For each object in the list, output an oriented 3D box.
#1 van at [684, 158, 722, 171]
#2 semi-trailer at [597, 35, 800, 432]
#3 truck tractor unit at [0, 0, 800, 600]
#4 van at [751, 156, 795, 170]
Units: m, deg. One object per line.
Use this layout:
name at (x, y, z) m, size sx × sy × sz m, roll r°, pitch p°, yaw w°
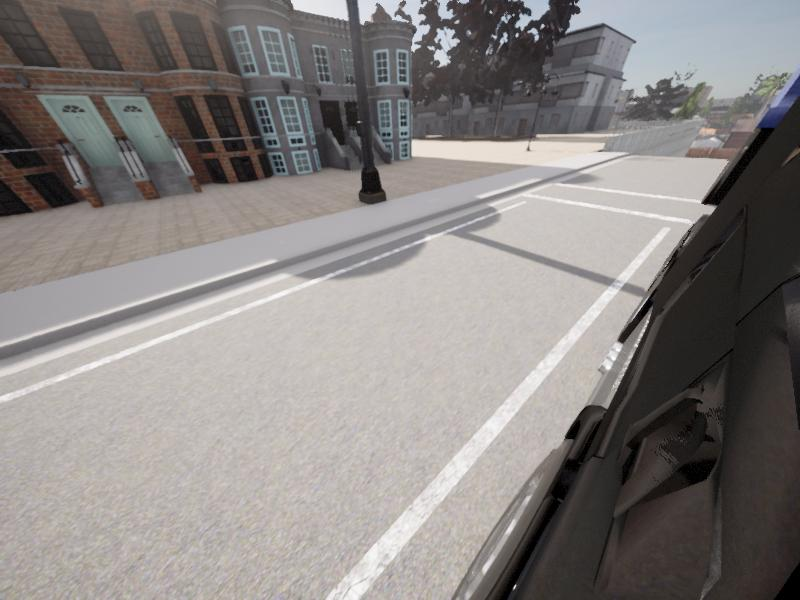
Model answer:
van at (66.567, -29.908, 50.844) m, size 1.775 × 1.987 × 4.442 m, roll -27°, pitch 43°, yaw -29°
semi-trailer at (8.742, -3.579, 4.177) m, size 14.254 × 4.402 × 2.717 m, roll -28°, pitch 43°, yaw -29°
truck tractor unit at (2.645, -0.295, 0.351) m, size 6.516 × 4.208 × 3.053 m, roll -28°, pitch 44°, yaw -30°
van at (78.634, -28.964, 48.791) m, size 1.775 × 1.987 × 4.442 m, roll -27°, pitch 43°, yaw -29°
